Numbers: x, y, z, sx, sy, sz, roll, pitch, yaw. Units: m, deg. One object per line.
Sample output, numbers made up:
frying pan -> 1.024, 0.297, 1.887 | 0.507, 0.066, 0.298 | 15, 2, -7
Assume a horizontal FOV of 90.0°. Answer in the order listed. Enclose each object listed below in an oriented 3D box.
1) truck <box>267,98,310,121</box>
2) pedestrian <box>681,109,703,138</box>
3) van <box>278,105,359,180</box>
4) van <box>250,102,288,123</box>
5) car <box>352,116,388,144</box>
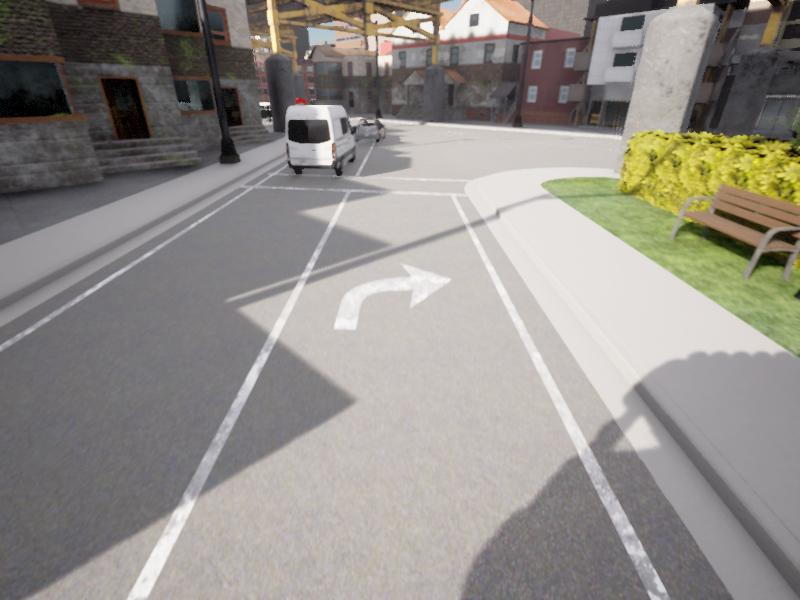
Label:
truck -> -13.993, -23.990, 50.216 | 2.627, 2.467, 5.204 | -24, 36, -39
pedestrian -> 21.699, -13.122, 29.728 | 0.751, 1.860, 0.751 | 21, 34, 34
van -> -3.255, -7.112, 17.537 | 1.988, 2.561, 5.915 | 1, 26, 2
van -> -15.446, -22.193, 47.196 | 2.069, 2.038, 4.480 | -24, 36, -39
car -> -2.044, -12.104, 28.320 | 1.845, 1.501, 3.633 | 3, 28, 5
